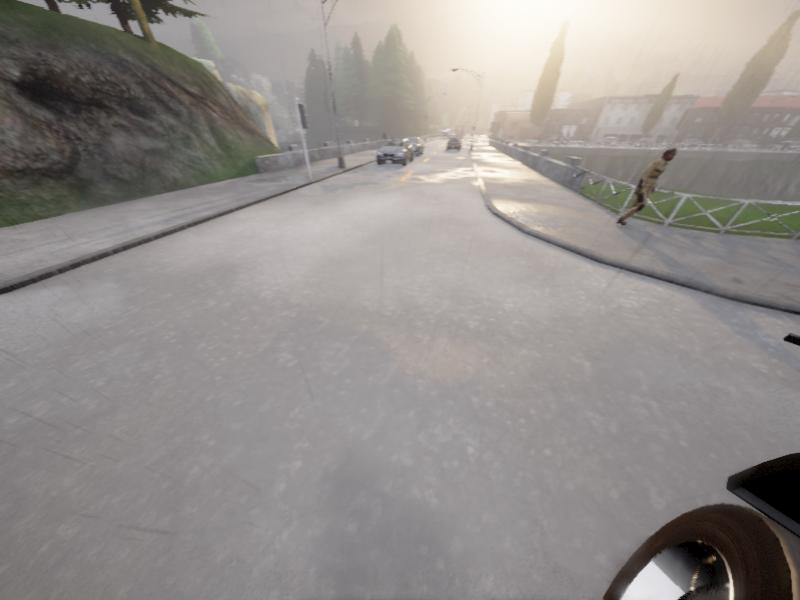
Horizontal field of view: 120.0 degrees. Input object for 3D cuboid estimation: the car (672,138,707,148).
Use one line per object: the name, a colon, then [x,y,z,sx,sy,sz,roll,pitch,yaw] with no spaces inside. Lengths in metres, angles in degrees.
car: [58.271,-31.599,46.545,3.806,1.475,1.970,8,37,9]

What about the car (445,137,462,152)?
car: [7.069,-20.535,30.418,1.816,1.474,4.193,8,37,9]

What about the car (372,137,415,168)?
car: [-0.323,-11.633,18.052,2.242,1.667,4.611,8,37,9]

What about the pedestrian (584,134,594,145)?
pedestrian: [39.957,-33.955,48.938,0.751,1.860,0.751,0,37,-2]

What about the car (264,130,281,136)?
car: [-40.186,-52.911,73.124,2.163,1.488,4.792,8,37,9]

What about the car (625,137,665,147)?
car: [50.502,-32.756,47.779,5.238,1.638,1.930,8,37,9]

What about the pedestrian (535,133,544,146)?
pedestrian: [24.959,-28.751,41.393,0.751,1.860,0.751,8,37,9]

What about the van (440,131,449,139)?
van: [13.426,-49.342,69.037,2.069,2.038,4.480,8,37,9]

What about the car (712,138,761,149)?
car: [65.766,-30.629,45.246,5.238,1.638,1.930,8,37,9]

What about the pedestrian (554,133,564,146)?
pedestrian: [29.425,-29.751,42.847,0.751,1.860,0.751,7,37,8]

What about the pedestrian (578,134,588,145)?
pedestrian: [39.505,-34.605,49.806,0.751,1.860,0.751,-6,37,-10]

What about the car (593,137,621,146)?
car: [43.814,-33.622,48.937,3.806,1.475,1.970,8,37,10]

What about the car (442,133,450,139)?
car: [15.093,-53.674,75.421,2.007,1.525,4.514,8,37,9]

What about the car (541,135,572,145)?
car: [34.170,-35.025,50.494,5.027,1.651,2.152,8,37,9]

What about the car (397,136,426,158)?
car: [1.265,-15.947,23.954,2.033,1.649,4.856,8,37,9]

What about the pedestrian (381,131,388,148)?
pedestrian: [-2.073,-21.884,31.495,0.751,1.860,0.751,8,37,10]

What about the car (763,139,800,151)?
car: [73.829,-29.507,43.907,4.856,1.649,2.033,8,37,9]

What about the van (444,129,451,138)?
van: [16.904,-59.067,81.804,1.988,2.561,5.915,8,37,9]

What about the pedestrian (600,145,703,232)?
pedestrian: [6.238,-2.811,5.881,0.751,1.860,0.751,-9,38,-13]

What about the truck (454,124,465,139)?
truck: [20.240,-57.410,78.587,2.891,3.827,8.468,8,37,9]

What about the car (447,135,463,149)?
car: [8.470,-24.378,35.597,2.038,1.542,4.974,8,37,9]
